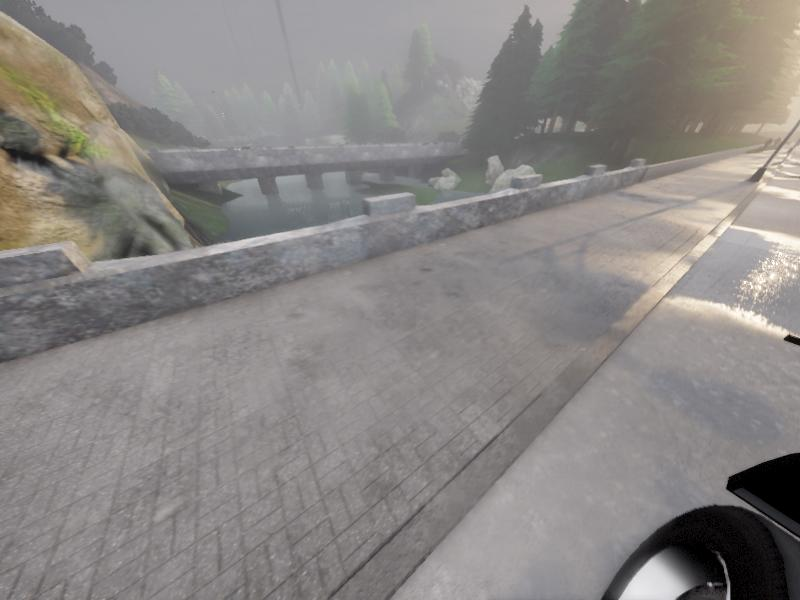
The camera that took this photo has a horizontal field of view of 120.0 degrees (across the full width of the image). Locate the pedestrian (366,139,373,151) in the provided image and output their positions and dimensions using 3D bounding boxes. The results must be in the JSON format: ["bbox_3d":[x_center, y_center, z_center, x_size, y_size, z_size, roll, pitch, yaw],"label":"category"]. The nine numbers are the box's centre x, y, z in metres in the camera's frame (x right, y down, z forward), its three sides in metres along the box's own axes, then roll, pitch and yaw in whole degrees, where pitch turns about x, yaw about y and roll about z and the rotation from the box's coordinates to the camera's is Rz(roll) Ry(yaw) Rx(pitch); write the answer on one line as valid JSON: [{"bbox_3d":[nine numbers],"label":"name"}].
[{"bbox_3d":[-5.744,-29.172,43.491,0.751,1.860,0.751,-22,41,-28],"label":"pedestrian"}]

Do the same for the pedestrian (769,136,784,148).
[{"bbox_3d":[76.656,-32.174,47.020,0.751,1.860,0.751,-23,41,-29],"label":"pedestrian"}]

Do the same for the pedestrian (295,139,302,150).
[{"bbox_3d":[-21.463,-32.892,48.905,0.751,1.860,0.751,-21,40,-26],"label":"pedestrian"}]

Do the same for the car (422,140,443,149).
[{"bbox_3d":[7.890,-38.081,56.508,5.008,1.535,1.882,-22,41,-28],"label":"car"}]

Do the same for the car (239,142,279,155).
[{"bbox_3d":[-23.644,-25.447,38.779,5.238,1.638,1.930,-22,40,-28],"label":"car"}]
